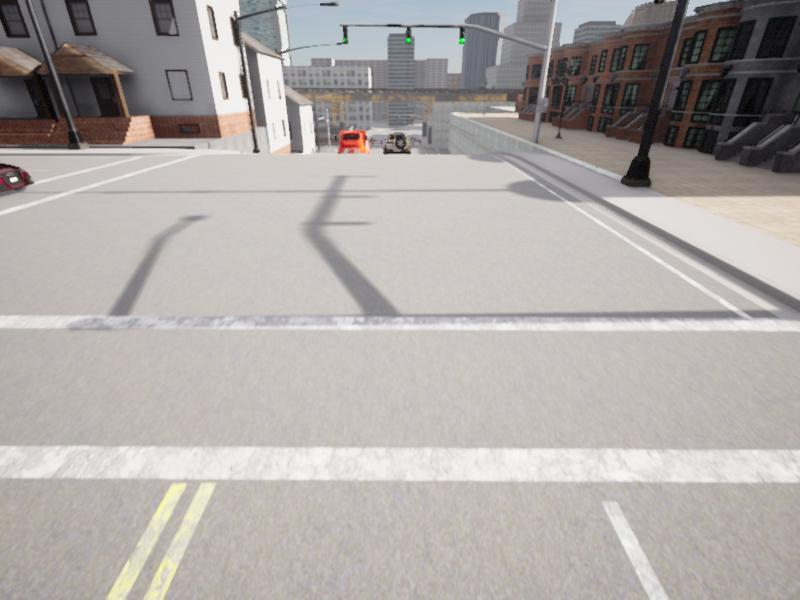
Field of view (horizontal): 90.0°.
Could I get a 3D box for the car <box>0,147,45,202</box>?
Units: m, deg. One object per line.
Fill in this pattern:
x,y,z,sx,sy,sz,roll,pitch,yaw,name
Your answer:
-14.537,-4.008,12.788,4.181,1.385,1.994,-2,27,-4,car

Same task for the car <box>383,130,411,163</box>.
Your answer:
-0.225,-11.742,30.832,1.932,1.855,4.605,-1,15,0,car

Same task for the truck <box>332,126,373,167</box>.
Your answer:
-3.770,-12.511,32.900,2.627,2.467,5.204,-1,14,0,truck
